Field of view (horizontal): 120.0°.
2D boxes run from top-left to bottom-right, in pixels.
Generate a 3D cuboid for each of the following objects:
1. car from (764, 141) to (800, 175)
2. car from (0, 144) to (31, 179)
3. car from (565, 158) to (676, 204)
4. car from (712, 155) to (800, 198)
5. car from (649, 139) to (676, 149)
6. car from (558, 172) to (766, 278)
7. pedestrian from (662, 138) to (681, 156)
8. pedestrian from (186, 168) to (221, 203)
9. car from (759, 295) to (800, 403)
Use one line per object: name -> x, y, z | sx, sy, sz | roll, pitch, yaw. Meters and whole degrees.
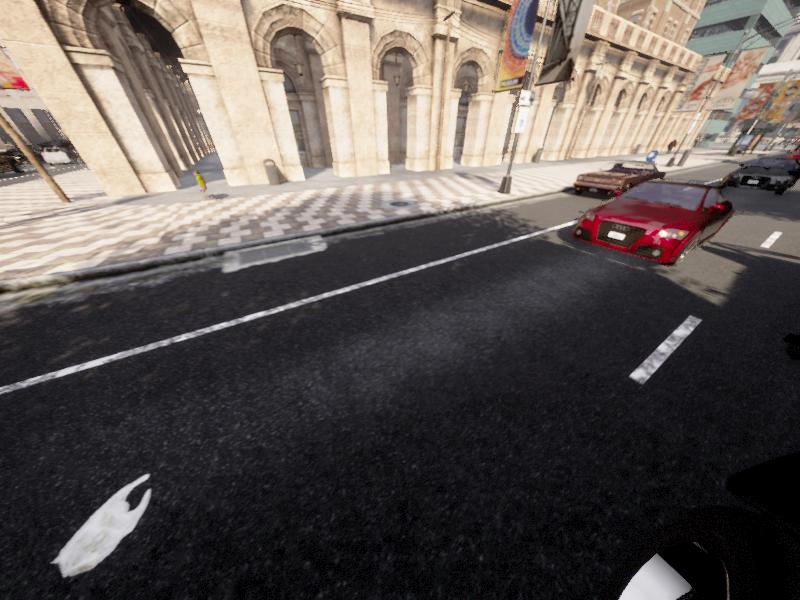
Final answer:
car -> 28.583, -10.105, 16.381 | 3.866, 1.878, 1.905 | -19, 39, -25
car -> -28.651, -9.359, 15.639 | 1.932, 1.855, 4.605 | -20, 40, -26
car -> 10.144, -5.614, 10.639 | 4.718, 1.301, 1.895 | -19, 40, -25
car -> 17.812, -6.129, 11.272 | 4.181, 1.385, 1.994 | -19, 40, -25
car -> 53.314, -31.670, 46.906 | 4.786, 1.482, 2.161 | -19, 40, -25
car -> 6.327, -2.116, 5.665 | 4.181, 1.385, 1.994 | -19, 39, -25
pedestrian -> 34.165, -19.311, 29.077 | 0.751, 1.860, 0.751 | -22, 41, -28
pedestrian -> -7.509, -4.388, 8.872 | 0.500, 1.100, 0.500 | -10, 36, -13
car -> 6.642, 0.067, 2.444 | 4.974, 1.542, 2.038 | -19, 39, -25
